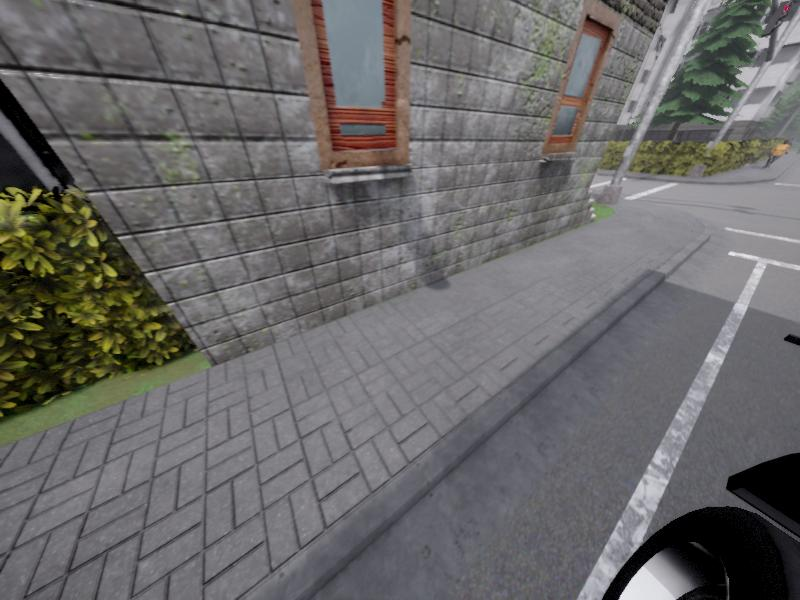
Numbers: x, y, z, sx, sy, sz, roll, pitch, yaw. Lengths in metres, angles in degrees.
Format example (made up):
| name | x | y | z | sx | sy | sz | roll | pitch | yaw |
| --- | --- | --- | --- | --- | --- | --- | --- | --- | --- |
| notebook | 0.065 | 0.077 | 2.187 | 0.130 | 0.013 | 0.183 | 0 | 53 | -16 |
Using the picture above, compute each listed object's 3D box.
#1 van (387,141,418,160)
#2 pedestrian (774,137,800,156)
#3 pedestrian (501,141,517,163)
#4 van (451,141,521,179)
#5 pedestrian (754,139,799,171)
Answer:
| name | x | y | z | sx | sy | sz | roll | pitch | yaw |
| --- | --- | --- | --- | --- | --- | --- | --- | --- | --- |
| van | 0.260 | -19.888 | 30.675 | 1.775 | 1.987 | 4.442 | -21 | 40 | -27 |
| pedestrian | 45.908 | -18.192 | 27.426 | 0.751 | 1.860 | 0.751 | -21 | 40 | -26 |
| pedestrian | 11.360 | -15.453 | 24.115 | 0.751 | 1.860 | 0.751 | -22 | 41 | -27 |
| van | 6.430 | -11.012 | 17.984 | 2.069 | 2.038 | 4.480 | -21 | 42 | -27 |
| pedestrian | 26.661 | -10.313 | 16.403 | 0.751 | 1.860 | 0.751 | -30 | 45 | -35 |
